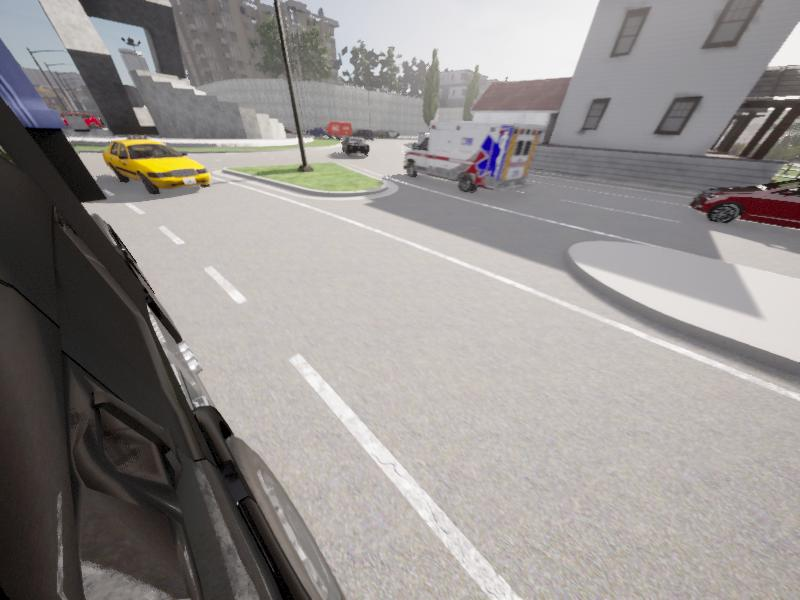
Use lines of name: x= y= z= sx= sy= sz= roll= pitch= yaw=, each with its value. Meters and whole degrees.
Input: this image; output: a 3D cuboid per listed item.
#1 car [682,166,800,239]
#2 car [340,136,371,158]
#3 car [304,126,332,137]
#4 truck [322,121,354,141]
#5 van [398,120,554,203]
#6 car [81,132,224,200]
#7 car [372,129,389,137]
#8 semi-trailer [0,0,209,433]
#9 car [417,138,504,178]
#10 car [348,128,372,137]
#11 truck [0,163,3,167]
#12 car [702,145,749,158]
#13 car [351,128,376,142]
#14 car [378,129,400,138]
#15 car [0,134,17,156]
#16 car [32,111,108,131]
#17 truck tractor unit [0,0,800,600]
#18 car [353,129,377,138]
car: x=12.147 y=-2.933 z=7.086 sx=4.193 sy=1.474 sz=1.816 roll=31 pitch=45 yaw=33
car: x=-4.075 y=-13.858 z=20.785 sx=1.895 sy=1.301 sz=4.718 roll=-9 pitch=38 yaw=-15
car: x=-16.093 y=-33.196 z=45.611 sx=5.008 sy=1.535 sz=1.882 roll=17 pitch=39 yaw=18
truck: x=-10.601 y=-28.881 z=39.441 sx=2.627 sy=2.467 sz=5.204 roll=-29 pitch=48 yaw=-35
van: x=2.802 y=-6.672 z=10.691 sx=2.351 sy=2.431 sz=6.366 roll=-24 pitch=44 yaw=-31
car: x=-9.345 y=-5.233 z=8.718 sx=5.366 sy=1.575 sz=1.801 roll=23 pitch=41 yaw=24
car: x=-4.562 y=-39.681 z=54.983 sx=1.845 sy=1.501 sz=3.633 roll=32 pitch=46 yaw=33
semi-trailer: x=-9.149 y=-3.254 z=3.725 sx=14.254 sy=4.402 sz=2.717 roll=23 pitch=41 yaw=24
car: x=3.577 y=-9.258 z=14.843 sx=1.930 sy=1.638 sz=5.238 roll=-22 pitch=43 yaw=-29
car: x=-8.903 y=-37.253 z=51.474 sx=4.974 sy=1.542 sz=2.038 roll=-29 pitch=47 yaw=-35
truck: x=-22.755 y=-7.407 z=8.911 sx=8.468 sy=3.827 sz=2.891 roll=7 pitch=37 yaw=7
car: x=59.256 y=-27.126 z=42.190 sx=2.038 sy=1.542 sz=4.974 roll=6 pitch=37 yaw=4
car: x=-6.368 y=-28.600 z=40.016 sx=2.033 sy=1.649 sz=4.856 roll=-22 pitch=43 yaw=-30
car: x=-2.422 y=-37.927 z=52.778 sx=2.038 sy=1.542 sz=4.974 roll=32 pitch=46 yaw=33
car: x=-24.749 y=-8.704 z=12.559 sx=4.181 sy=1.385 sz=1.994 roll=6 pitch=37 yaw=4
car: x=-46.716 y=-25.447 z=32.939 sx=2.150 sy=2.045 sz=5.566 roll=12 pitch=38 yaw=13
truck tractor unit: x=-2.645 y=-0.295 z=0.351 sx=6.516 sy=4.208 sz=3.053 roll=28 pitch=44 yaw=30
car: x=-7.364 y=-35.183 z=48.883 sx=4.674 sy=1.442 sz=1.812 roll=-29 pitch=47 yaw=-35
